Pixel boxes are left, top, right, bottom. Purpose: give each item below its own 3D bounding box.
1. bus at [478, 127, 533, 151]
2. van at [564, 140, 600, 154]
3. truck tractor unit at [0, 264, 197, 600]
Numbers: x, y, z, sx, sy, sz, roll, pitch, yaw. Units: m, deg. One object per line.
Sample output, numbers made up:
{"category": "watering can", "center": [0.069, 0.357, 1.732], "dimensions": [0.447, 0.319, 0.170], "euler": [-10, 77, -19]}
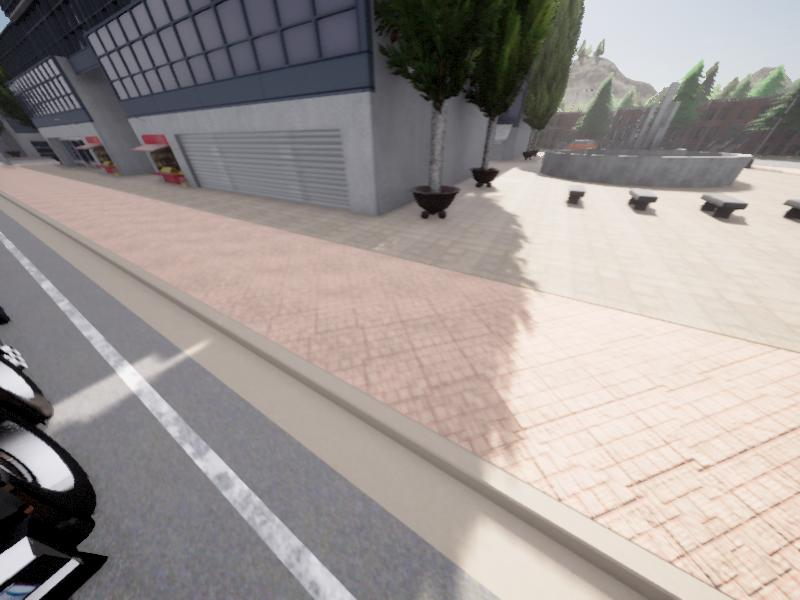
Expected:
{"category": "bus", "center": [24.267, -37.491, 53.881], "dimensions": [10.273, 4.253, 3.944], "euler": [22, 40, 28]}
{"category": "van", "center": [33.331, -28.226, 42.483], "dimensions": [1.775, 1.987, 4.442], "euler": [-20, 39, -26]}
{"category": "truck tractor unit", "center": [-5.114, -0.298, 0.782], "dimensions": [6.516, 4.208, 3.053], "euler": [18, 39, 24]}
